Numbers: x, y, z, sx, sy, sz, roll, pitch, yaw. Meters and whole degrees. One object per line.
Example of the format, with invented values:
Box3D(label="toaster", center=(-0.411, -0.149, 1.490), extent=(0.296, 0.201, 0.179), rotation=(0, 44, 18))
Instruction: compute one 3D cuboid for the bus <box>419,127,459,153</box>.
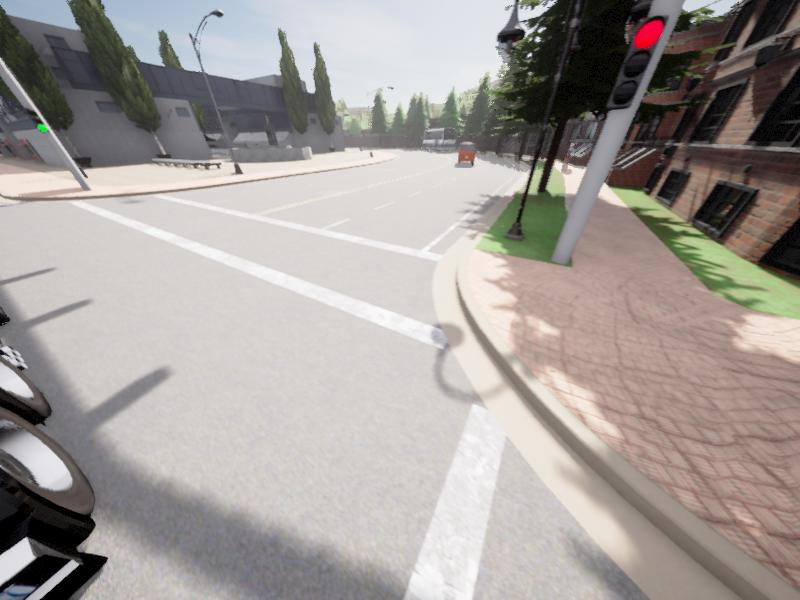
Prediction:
Box3D(label="bus", center=(8.371, -35.860, 51.873), extent=(3.944, 4.253, 10.273), rotation=(-12, 36, -17))

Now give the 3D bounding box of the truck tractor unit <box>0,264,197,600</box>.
Box3D(label="truck tractor unit", center=(-5.112, -0.298, 0.787), extent=(6.516, 4.208, 3.053), rotation=(18, 39, 24))
